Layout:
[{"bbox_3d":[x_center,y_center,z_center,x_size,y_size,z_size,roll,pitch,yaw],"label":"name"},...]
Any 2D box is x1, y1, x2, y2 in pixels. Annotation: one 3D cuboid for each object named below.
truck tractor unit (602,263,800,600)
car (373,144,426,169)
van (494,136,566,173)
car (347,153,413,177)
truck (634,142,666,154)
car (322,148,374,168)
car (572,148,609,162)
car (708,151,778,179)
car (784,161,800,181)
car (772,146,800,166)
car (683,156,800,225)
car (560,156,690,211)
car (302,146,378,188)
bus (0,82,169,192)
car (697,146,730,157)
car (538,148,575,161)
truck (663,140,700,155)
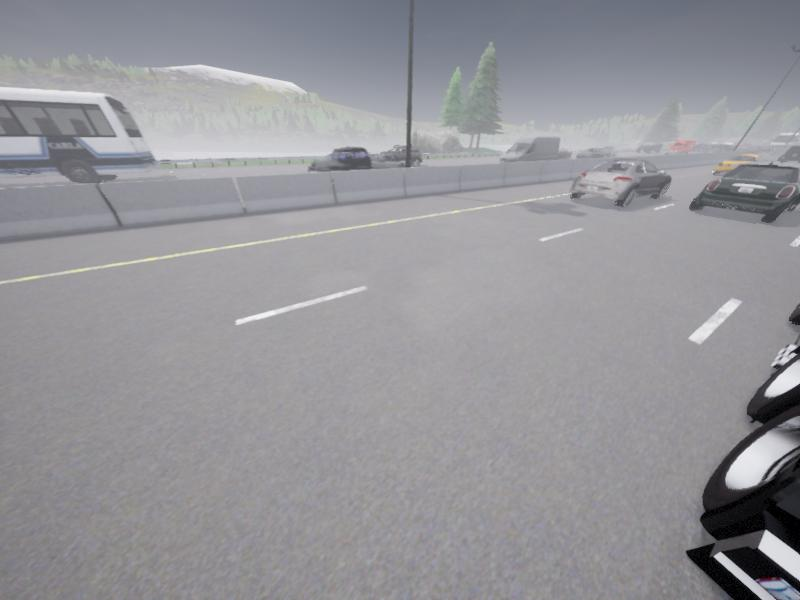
[{"bbox_3d":[5.111,-0.300,0.784,6.516,4.208,3.053,-18,39,-24],"label":"truck tractor unit"},{"bbox_3d":[-0.020,-13.792,22.156,4.605,1.855,1.932,-17,38,-24],"label":"car"},{"bbox_3d":[11.646,-13.158,20.770,5.915,2.561,1.988,-17,39,-24],"label":"van"},{"bbox_3d":[-1.533,-10.788,18.334,4.718,1.301,1.895,-17,39,-24],"label":"car"},{"bbox_3d":[54.701,-33.403,50.597,6.274,2.098,2.390,-17,39,-24],"label":"truck"},{"bbox_3d":[-5.165,-14.322,23.173,4.514,1.525,2.007,-17,39,-24],"label":"car"},{"bbox_3d":[25.330,-19.317,30.662,4.193,1.474,1.816,-17,39,-24],"label":"car"},{"bbox_3d":[27.355,-10.834,18.412,5.366,1.575,1.801,-17,39,-24],"label":"car"},{"bbox_3d":[29.814,-9.274,16.286,3.806,1.475,1.970,-18,39,-24],"label":"car"},{"bbox_3d":[46.732,-17.061,27.253,3.866,1.878,1.905,-17,39,-24],"label":"car"},{"bbox_3d":[13.652,-4.318,8.747,4.553,1.767,2.097,-17,39,-24],"label":"car"},{"bbox_3d":[10.120,-5.426,10.460,5.027,1.651,2.152,-18,39,-24],"label":"car"},{"bbox_3d":[-3.513,-8.119,13.965,3.866,1.878,1.905,-17,39,-24],"label":"car"},{"bbox_3d":[-20.254,-8.319,12.036,10.273,4.253,3.944,-17,39,-24],"label":"bus"},{"bbox_3d":[56.850,-26.953,41.900,4.902,1.511,2.128,-17,39,-24],"label":"car"},{"bbox_3d":[21.992,-20.485,32.467,4.718,1.301,1.895,-17,39,-24],"label":"car"},{"bbox_3d":[55.298,-30.055,45.473,5.204,2.467,2.627,-17,39,-24],"label":"truck"}]
